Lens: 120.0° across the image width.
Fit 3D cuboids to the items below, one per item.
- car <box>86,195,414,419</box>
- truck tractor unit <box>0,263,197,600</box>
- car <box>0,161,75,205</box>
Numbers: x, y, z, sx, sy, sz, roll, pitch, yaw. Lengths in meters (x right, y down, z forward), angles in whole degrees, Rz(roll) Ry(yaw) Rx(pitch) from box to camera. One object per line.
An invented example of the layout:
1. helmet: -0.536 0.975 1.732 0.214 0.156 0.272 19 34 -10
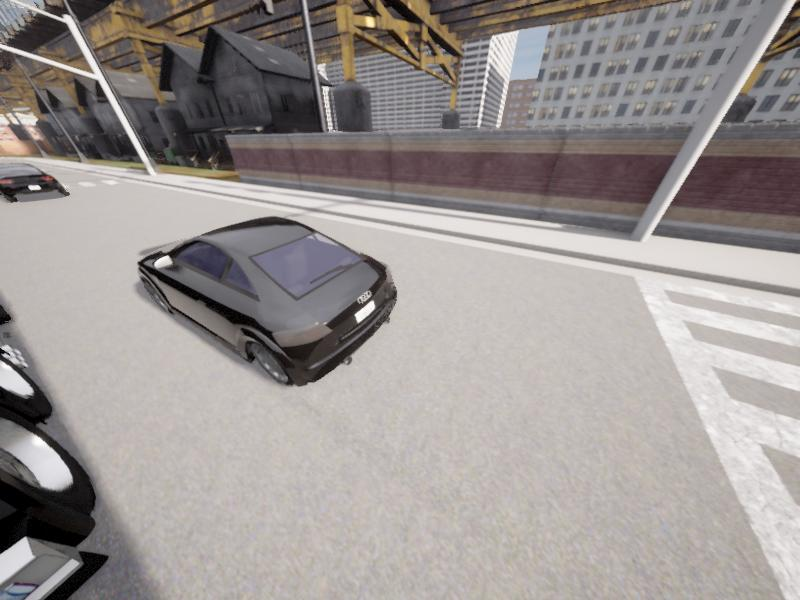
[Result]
1. car: -2.125 -0.463 3.492 4.181 1.385 1.994 18 39 25
2. truck tractor unit: -5.113 -0.298 0.782 6.516 4.208 3.053 18 39 24
3. car: -18.703 -5.931 11.444 4.674 1.442 1.812 18 39 25
